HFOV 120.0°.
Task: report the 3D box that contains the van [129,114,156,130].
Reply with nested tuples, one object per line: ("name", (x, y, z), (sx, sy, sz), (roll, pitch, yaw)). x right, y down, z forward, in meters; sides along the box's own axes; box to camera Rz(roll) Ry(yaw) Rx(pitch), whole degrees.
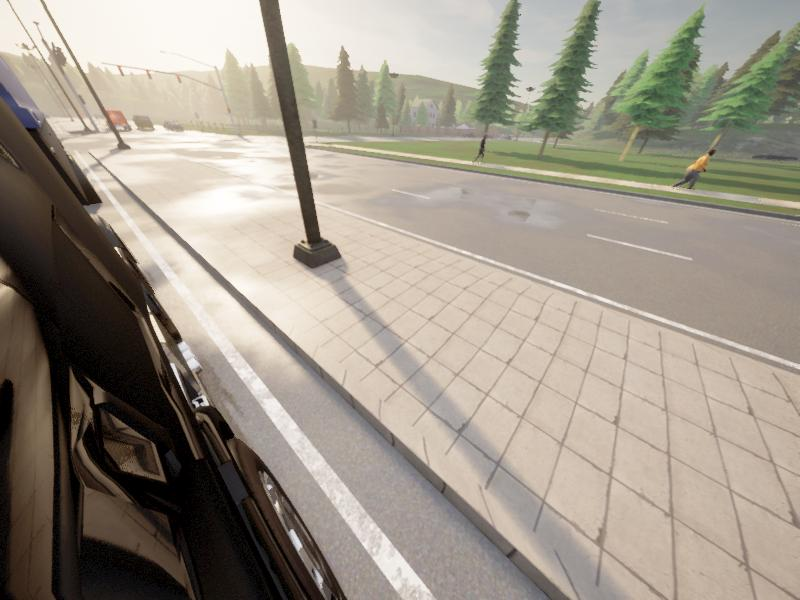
("van", (-43.965, -30.340, 39.444), (4.442, 1.987, 1.775), (28, 44, 30))

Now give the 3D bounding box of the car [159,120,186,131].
("car", (-40.376, -30.919, 40.948), (5.357, 1.411, 2.033), (28, 44, 30))

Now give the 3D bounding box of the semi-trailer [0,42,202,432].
("semi-trailer", (-8.700, -3.615, 4.209), (14.254, 4.402, 2.717), (28, 44, 30))

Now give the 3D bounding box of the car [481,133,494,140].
("car", (28.556, -53.269, 75.254), (1.837, 1.490, 4.892), (29, 44, 30))

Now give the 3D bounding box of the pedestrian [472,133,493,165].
("pedestrian", (5.972, -10.972, 16.827), (0.751, 1.860, 0.751), (28, 44, 30))

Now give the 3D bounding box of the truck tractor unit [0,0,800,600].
("truck tractor unit", (-2.645, -0.295, 0.351), (6.516, 4.208, 3.053), (28, 44, 30))

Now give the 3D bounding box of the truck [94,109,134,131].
("truck", (-44.786, -28.231, 36.189), (5.204, 2.467, 2.627), (29, 44, 29))

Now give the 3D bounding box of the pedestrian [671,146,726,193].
("pedestrian", (14.404, -6.343, 11.232), (0.751, 1.860, 0.751), (29, 44, 31))

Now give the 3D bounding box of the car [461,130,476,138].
("car", (23.239, -56.379, 78.591), (2.150, 2.045, 5.566), (29, 44, 30))

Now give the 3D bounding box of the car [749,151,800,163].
("car", (64.112, -24.434, 39.420), (4.718, 1.301, 1.895), (23, 42, 25))
